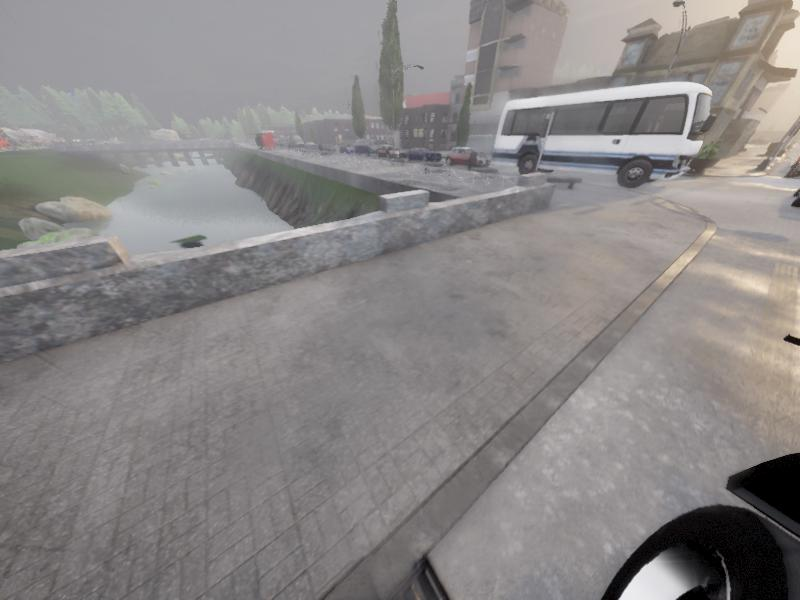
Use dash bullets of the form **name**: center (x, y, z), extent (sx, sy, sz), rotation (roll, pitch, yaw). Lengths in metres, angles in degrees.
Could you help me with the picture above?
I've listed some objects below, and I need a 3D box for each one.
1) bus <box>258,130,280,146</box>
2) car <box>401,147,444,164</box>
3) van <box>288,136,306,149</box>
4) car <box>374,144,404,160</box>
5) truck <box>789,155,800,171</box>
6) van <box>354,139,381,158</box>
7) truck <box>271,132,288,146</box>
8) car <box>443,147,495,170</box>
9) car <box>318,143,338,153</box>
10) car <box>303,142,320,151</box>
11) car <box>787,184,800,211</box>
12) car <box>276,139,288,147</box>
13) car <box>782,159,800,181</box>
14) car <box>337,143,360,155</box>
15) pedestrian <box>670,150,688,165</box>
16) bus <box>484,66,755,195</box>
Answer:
- **bus**: center (-44.961, -55.513, 79.275), extent (3.944, 4.253, 10.273), rotation (-22, 41, -28)
- **car**: center (2.283, -15.469, 24.675), extent (1.895, 1.301, 4.718), rotation (-22, 41, -28)
- **van**: center (-25.277, -38.573, 56.548), extent (1.988, 2.561, 5.915), rotation (-22, 41, -28)
- **car**: center (-1.417, -18.572, 28.949), extent (1.970, 1.475, 3.806), rotation (-22, 41, -28)
- **truck**: center (32.684, -11.202, 17.337), extent (5.204, 2.467, 2.627), rotation (-22, 41, -28)
- **van**: center (-4.635, -21.420, 32.572), extent (1.775, 1.987, 4.442), rotation (-22, 41, -28)
- **truck**: center (-43.308, -57.891, 82.998), extent (2.891, 3.827, 8.468), rotation (-22, 41, -28)
- **car**: center (5.927, -12.550, 20.348), extent (1.970, 1.475, 3.806), rotation (-22, 41, -28)
- **car**: center (-13.591, -28.479, 43.253), extent (1.895, 1.301, 4.718), rotation (-22, 41, -28)
- **car**: center (-19.115, -33.065, 49.674), extent (1.812, 1.442, 4.674), rotation (-22, 41, -28)
- **car**: center (16.705, -4.202, 8.579), extent (4.718, 1.301, 1.895), rotation (-22, 41, -28)
- **car**: center (-34.468, -45.820, 67.517), extent (1.905, 1.878, 3.866), rotation (-22, 41, -28)
- **car**: center (25.554, -7.970, 13.773), extent (4.181, 1.385, 1.994), rotation (-18, 39, -24)
- **car**: center (-8.254, -24.179, 36.957), extent (1.816, 1.474, 4.193), rotation (-22, 41, -28)
- **pedestrian**: center (24.567, -12.581, 20.348), extent (0.500, 1.100, 0.500), rotation (17, 39, 23)
- **bus**: center (11.017, -9.697, 13.853), extent (3.944, 4.253, 10.273), rotation (-23, 41, -29)
